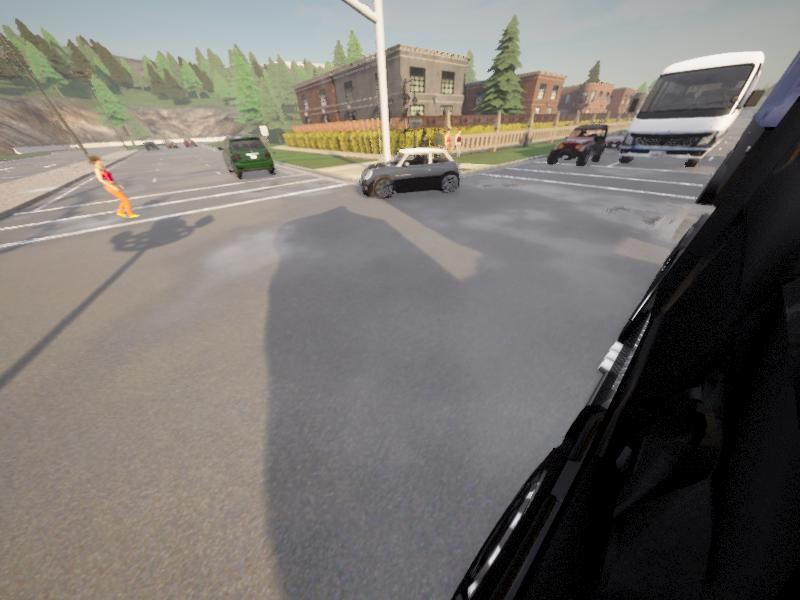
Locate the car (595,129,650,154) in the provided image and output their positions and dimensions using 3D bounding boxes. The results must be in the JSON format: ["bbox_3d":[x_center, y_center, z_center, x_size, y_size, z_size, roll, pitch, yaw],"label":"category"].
[{"bbox_3d":[17.495,-12.537,18.183,4.181,1.385,1.994,-29,44,-31],"label":"car"}]

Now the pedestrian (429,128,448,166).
[{"bbox_3d":[2.298,-9.223,13.949,0.751,1.860,0.751,-12,38,-13],"label":"pedestrian"}]

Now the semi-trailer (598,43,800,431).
[{"bbox_3d":[8.690,-3.603,4.247,14.254,4.402,2.717,-28,44,-30],"label":"semi-trailer"}]

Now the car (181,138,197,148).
[{"bbox_3d":[-50.809,-37.891,55.613,2.097,1.767,4.553,-27,43,-29],"label":"car"}]

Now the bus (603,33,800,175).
[{"bbox_3d":[16.324,-10.244,12.793,10.273,4.253,3.944,-28,44,-30],"label":"bus"}]

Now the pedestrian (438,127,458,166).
[{"bbox_3d":[2.867,-9.251,13.953,0.751,1.860,0.751,21,43,28],"label":"pedestrian"}]

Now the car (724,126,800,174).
[{"bbox_3d":[18.083,-7.384,11.164,4.902,1.511,2.128,-28,44,-30],"label":"car"}]

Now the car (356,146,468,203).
[{"bbox_3d":[0.352,-5.036,9.096,3.806,1.475,1.970,-9,37,-9],"label":"car"}]

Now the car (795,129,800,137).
[{"bbox_3d":[40.666,-16.694,22.282,3.806,1.475,1.970,-28,44,-30],"label":"car"}]

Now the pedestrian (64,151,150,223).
[{"bbox_3d":[-9.120,-3.565,7.328,0.751,1.860,0.751,-25,42,-27],"label":"pedestrian"}]

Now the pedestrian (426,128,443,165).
[{"bbox_3d":[2.134,-9.551,14.396,0.751,1.860,0.751,17,41,24],"label":"pedestrian"}]

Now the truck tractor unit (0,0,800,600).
[{"bbox_3d":[2.645,-0.295,0.351,6.516,4.208,3.053,-28,44,-30],"label":"truck tractor unit"}]

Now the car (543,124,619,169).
[{"bbox_3d":[10.555,-9.048,13.505,3.866,1.878,1.905,-27,44,-30],"label":"car"}]

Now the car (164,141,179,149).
[{"bbox_3d":[-51.933,-35.185,52.472,1.895,1.301,4.718,-27,43,-29],"label":"car"}]

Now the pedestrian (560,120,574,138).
[{"bbox_3d":[22.978,-23.538,31.821,0.751,1.860,0.751,-28,44,-29],"label":"pedestrian"}]

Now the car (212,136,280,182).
[{"bbox_3d":[-9.903,-9.176,14.739,2.150,2.045,5.566,-27,43,-29],"label":"car"}]

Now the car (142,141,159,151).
[{"bbox_3d":[-53.551,-33.088,49.609,1.837,1.490,4.892,-28,44,-29],"label":"car"}]

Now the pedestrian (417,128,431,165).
[{"bbox_3d":[1.493,-9.556,14.440,0.751,1.860,0.751,-2,37,1],"label":"pedestrian"}]

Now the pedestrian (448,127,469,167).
[{"bbox_3d":[3.390,-8.957,13.531,0.751,1.860,0.751,25,45,32],"label":"pedestrian"}]
